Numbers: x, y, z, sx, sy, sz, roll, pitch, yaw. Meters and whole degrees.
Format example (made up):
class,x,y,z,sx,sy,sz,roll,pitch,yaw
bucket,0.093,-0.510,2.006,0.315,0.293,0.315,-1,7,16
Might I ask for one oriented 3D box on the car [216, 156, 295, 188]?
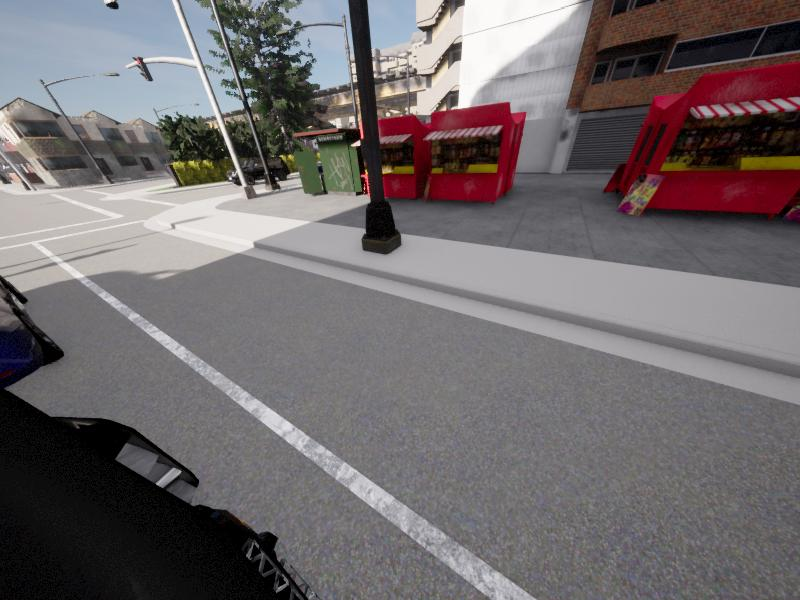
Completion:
class,x,y,z,sx,sy,sz,roll,pitch,yaw
car,-13.017,-11.963,21.371,2.150,2.045,5.566,15,38,27

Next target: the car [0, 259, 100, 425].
class,x,y,z,sx,sy,sz,roll,pitch,yaw
car,-6.372,0.266,2.730,4.792,1.488,2.163,15,38,26

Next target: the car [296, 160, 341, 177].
class,x,y,z,sx,sy,sz,roll,pitch,yaw
car,-9.317,-15.288,26.771,1.895,1.301,4.718,15,38,27
